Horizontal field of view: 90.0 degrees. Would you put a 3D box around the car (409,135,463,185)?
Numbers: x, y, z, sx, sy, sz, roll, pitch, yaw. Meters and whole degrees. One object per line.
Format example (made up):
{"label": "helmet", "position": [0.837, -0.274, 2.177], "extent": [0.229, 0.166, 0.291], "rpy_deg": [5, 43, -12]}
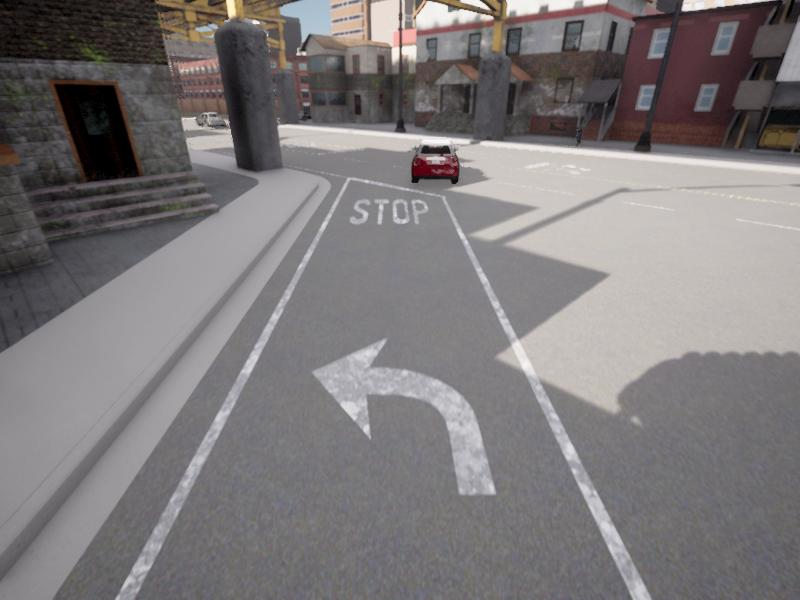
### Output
{"label": "car", "position": [1.454, -5.942, 16.752], "extent": [1.970, 1.475, 3.806], "rpy_deg": [2, 27, 3]}

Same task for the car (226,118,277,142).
{"label": "car", "position": [-11.597, -13.309, 31.196], "extent": [4.193, 1.474, 1.816], "rpy_deg": [24, 36, 39]}

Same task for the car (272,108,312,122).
{"label": "car", "position": [-14.328, -24.577, 53.190], "extent": [4.974, 1.542, 2.038], "rpy_deg": [-7, 28, -14]}

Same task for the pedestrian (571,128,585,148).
{"label": "pedestrian", "position": [11.057, -10.038, 24.841], "extent": [0.500, 1.100, 0.500], "rpy_deg": [22, 34, 36]}

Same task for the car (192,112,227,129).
{"label": "car", "position": [-20.738, -19.609, 43.549], "extent": [3.806, 1.475, 1.970], "rpy_deg": [24, 35, 39]}

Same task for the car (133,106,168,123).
{"label": "car", "position": [-32.862, -24.517, 52.708], "extent": [3.866, 1.878, 1.905], "rpy_deg": [15, 31, 27]}
